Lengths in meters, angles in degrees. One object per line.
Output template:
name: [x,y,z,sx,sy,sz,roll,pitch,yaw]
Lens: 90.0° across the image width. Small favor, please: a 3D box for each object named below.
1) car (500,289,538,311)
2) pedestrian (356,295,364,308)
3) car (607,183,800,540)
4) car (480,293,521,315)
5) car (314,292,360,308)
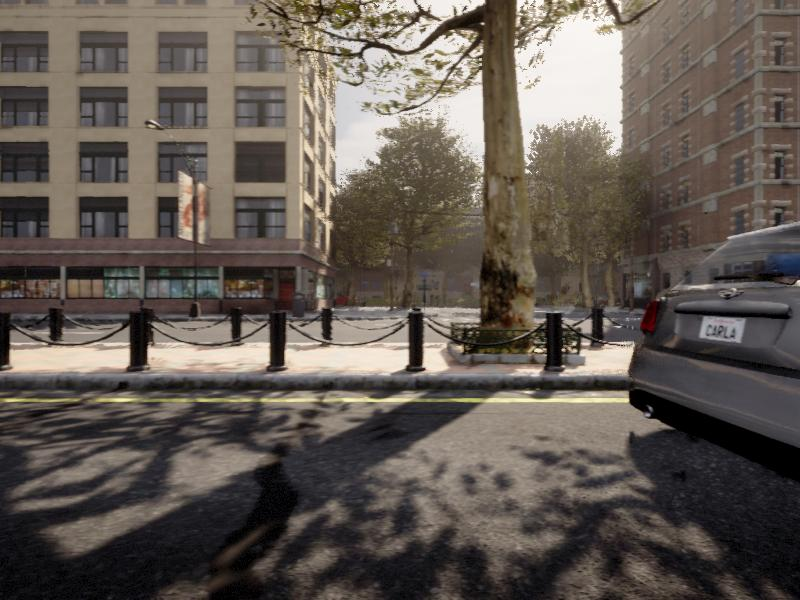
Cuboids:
car: [10.528,0.054,35.632,1.932,1.855,4.605,0,-1,-1]
pedestrian: [-4.368,0.163,43.564,0.751,1.300,0.751,0,0,-13]
car: [3.557,0.254,2.206,3.806,1.475,1.970,0,0,0]
car: [7.145,0.257,28.762,1.816,1.474,4.193,0,0,-1]
car: [-8.083,-0.036,51.685,5.566,2.045,2.150,0,0,0]
